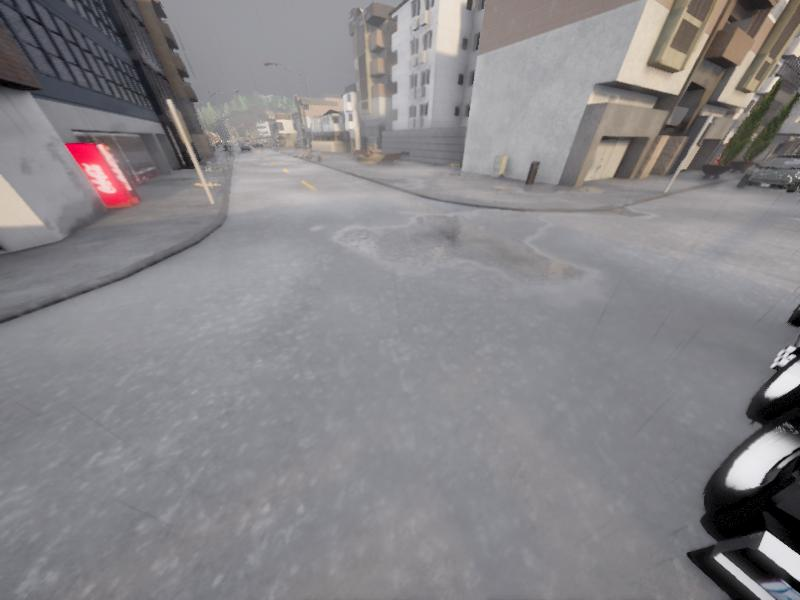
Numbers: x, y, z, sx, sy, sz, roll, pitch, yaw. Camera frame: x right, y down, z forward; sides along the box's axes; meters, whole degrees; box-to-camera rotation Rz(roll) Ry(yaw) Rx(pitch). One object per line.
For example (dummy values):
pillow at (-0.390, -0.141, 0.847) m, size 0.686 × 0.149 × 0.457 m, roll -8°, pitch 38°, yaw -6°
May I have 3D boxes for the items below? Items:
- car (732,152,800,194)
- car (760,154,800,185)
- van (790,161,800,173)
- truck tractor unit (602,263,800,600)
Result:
car at (22.533, -7.579, 13.621) m, size 4.553 × 1.767 × 2.097 m, roll -18°, pitch 39°, yaw -24°
car at (28.693, -9.490, 16.631) m, size 5.366 × 1.575 × 1.801 m, roll -18°, pitch 39°, yaw -24°
van at (39.451, -13.146, 21.661) m, size 4.442 × 1.987 × 1.775 m, roll -18°, pitch 39°, yaw -25°
truck tractor unit at (5.111, -0.297, 0.795) m, size 6.516 × 4.208 × 3.053 m, roll -18°, pitch 39°, yaw -24°
